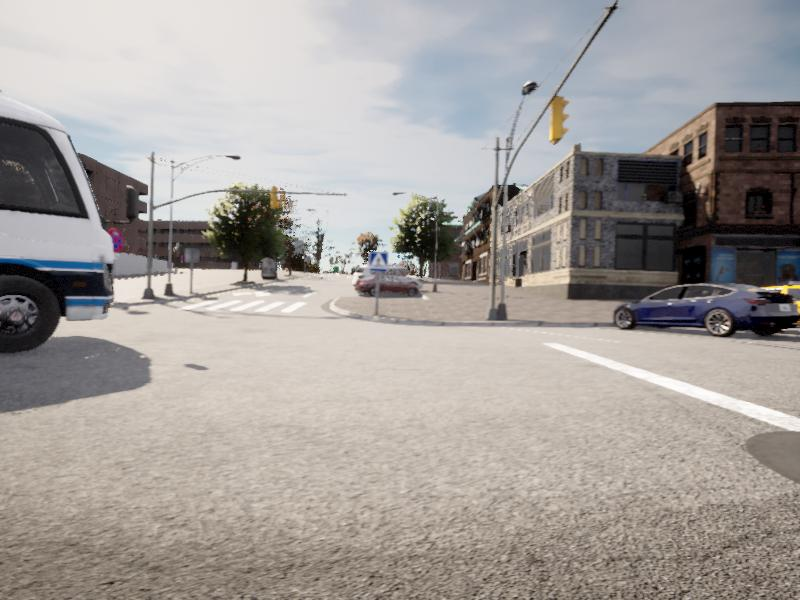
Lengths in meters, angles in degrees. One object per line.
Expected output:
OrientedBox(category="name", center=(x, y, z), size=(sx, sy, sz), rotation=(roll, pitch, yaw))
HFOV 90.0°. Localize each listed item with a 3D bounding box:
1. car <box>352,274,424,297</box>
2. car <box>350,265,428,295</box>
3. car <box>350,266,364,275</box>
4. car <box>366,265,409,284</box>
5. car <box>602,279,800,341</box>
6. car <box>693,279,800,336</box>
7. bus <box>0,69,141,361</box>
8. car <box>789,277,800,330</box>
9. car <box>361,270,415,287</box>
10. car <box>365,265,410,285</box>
OrientedBox(category="car", center=(-0.865, -1.029, 28.545), size=(4.674, 1.452, 2.002), rotation=(1, 5, -22))
OrientedBox(category="car", center=(-0.918, -1.601, 31.538), size=(5.566, 2.045, 2.435), rotation=(1, 5, -22))
OrientedBox(category="car", center=(-7.527, -5.161, 70.481), size=(2.128, 1.511, 4.902), rotation=(2, 3, -3))
OrientedBox(category="car", center=(-1.468, -2.990, 46.523), size=(4.442, 1.987, 1.878), rotation=(1, 6, -22))
OrientedBox(category="car", center=(8.895, 0.264, 12.189), size=(2.163, 1.488, 4.792), rotation=(0, -1, -17))
OrientedBox(category="car", center=(11.910, 0.228, 11.658), size=(1.946, 1.575, 5.366), rotation=(1, -1, -17))
OrientedBox(category="bus", center=(-9.589, -1.279, 4.740), size=(3.944, 4.253, 10.273), rotation=(4, 4, 43))
OrientedBox(category="car", center=(14.863, 0.113, 11.677), size=(2.185, 1.767, 4.553), rotation=(1, -1, -16))
OrientedBox(category="car", center=(-1.211, -2.198, 40.570), size=(4.892, 1.521, 2.231), rotation=(1, 5, -22))
OrientedBox(category="car", center=(-1.382, -2.707, 43.509), size=(4.442, 1.987, 1.878), rotation=(1, 6, -22))
